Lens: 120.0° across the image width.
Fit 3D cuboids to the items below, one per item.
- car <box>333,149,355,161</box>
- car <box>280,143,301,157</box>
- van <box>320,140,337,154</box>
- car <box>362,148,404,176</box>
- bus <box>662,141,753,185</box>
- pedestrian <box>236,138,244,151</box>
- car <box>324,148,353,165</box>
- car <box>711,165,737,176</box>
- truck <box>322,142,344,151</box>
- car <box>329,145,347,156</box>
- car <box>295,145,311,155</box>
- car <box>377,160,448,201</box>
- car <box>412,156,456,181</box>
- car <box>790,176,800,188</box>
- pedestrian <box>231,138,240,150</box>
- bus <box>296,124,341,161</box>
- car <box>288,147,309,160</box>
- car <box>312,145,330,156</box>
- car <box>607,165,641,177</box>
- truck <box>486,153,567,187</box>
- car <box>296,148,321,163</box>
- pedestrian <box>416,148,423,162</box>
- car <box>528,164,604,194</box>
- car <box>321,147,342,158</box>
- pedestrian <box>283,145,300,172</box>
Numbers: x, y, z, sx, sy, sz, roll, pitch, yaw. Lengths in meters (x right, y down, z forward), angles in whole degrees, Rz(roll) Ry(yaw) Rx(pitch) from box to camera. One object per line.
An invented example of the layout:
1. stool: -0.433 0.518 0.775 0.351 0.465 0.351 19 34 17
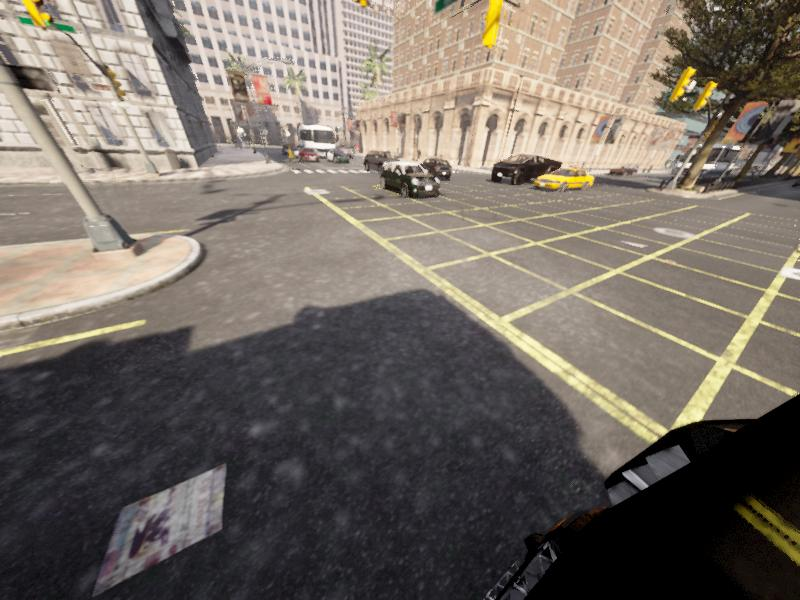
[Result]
1. car: -9.093 -23.511 37.373 1.895 1.301 4.718 -16 38 -26
2. car: -18.647 -25.447 39.171 2.242 1.667 4.611 -16 38 -26
3. van: -16.713 -35.510 53.666 1.988 2.561 5.915 -16 38 -26
4. car: -1.670 -12.672 21.157 1.932 1.855 4.605 -16 38 -26
5. bus: 40.035 -17.821 30.093 10.273 4.253 3.944 -16 38 -26
6. pedestrian: -30.359 -29.534 43.889 0.751 1.860 0.751 -21 41 -32
7. car: -8.120 -18.824 30.196 2.038 1.542 4.974 -16 38 -26
8. car: 68.272 -27.247 48.652 3.866 1.878 1.905 -16 38 -26
9. truck: -22.395 -51.373 77.438 6.274 2.098 2.390 -16 38 -26
10. car: -13.121 -31.628 48.795 2.097 1.767 4.553 -16 38 -26
11. car: -19.338 -29.954 46.023 2.007 1.525 4.514 -16 38 -26
12. car: 0.485 -6.575 12.533 1.970 1.475 3.806 -16 38 -26
13. car: 2.826 -11.560 20.211 1.816 1.474 4.193 -10 36 -19
14. car: 54.340 -15.723 30.593 3.806 1.475 1.970 -16 38 -26
15. pedestrian: -30.902 -29.243 43.408 0.751 1.860 0.751 -14 37 -24
16. bus: -13.104 -25.047 36.676 3.944 4.253 10.273 -16 39 -26
17. car: -15.148 -21.784 34.293 1.895 1.301 4.718 -16 38 -26
18. car: -16.284 -30.788 47.435 2.152 1.651 5.027 -16 38 -26
19. car: 32.851 -18.967 33.898 4.718 1.301 1.895 -16 38 -26
20. truck: 10.468 -10.808 19.128 6.274 2.098 2.390 -16 38 -26
21. car: -11.674 -18.448 29.426 1.812 1.442 4.674 -16 38 -26
22. pedestrian: 3.232 -24.476 38.982 0.751 1.860 0.751 -16 38 -26
23. car: 12.007 -8.789 16.690 5.366 1.575 1.801 -16 38 -26
24. car: -12.658 -27.109 42.404 2.033 1.411 5.357 -16 38 -26
25. pedestrian: -8.926 -11.633 18.987 0.751 1.860 0.751 -20 40 -30
